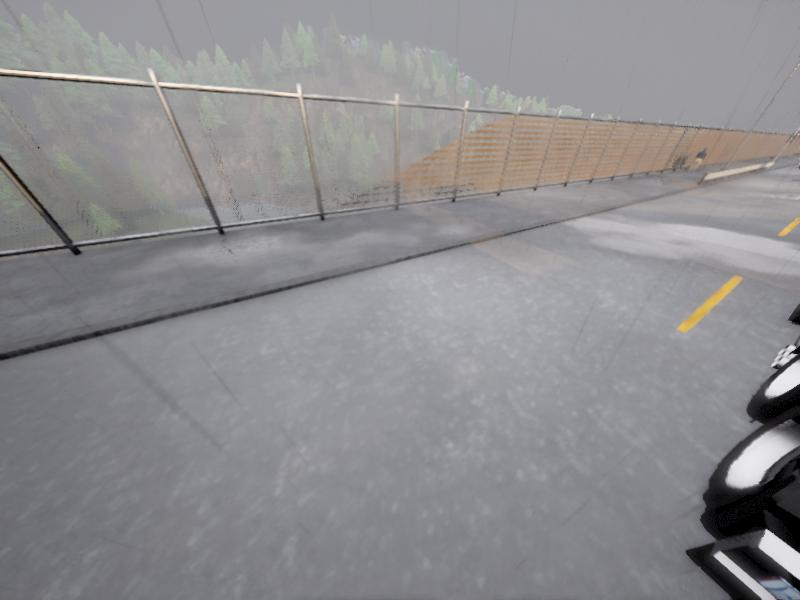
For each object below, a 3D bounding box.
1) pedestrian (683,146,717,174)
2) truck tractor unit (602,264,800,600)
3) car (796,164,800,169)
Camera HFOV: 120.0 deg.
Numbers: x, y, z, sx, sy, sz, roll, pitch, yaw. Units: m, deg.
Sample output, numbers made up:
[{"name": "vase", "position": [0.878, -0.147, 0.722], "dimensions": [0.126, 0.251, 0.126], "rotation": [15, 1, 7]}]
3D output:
[{"name": "pedestrian", "position": [23.874, -11.162, 18.439], "dimensions": [0.751, 1.860, 0.751], "rotation": [-17, 39, -24]}, {"name": "truck tractor unit", "position": [5.116, -0.294, 0.788], "dimensions": [6.516, 4.208, 3.053], "rotation": [-18, 39, -24]}, {"name": "car", "position": [43.028, -14.233, 23.322], "dimensions": [4.553, 1.767, 2.097], "rotation": [-18, 39, -24]}]
